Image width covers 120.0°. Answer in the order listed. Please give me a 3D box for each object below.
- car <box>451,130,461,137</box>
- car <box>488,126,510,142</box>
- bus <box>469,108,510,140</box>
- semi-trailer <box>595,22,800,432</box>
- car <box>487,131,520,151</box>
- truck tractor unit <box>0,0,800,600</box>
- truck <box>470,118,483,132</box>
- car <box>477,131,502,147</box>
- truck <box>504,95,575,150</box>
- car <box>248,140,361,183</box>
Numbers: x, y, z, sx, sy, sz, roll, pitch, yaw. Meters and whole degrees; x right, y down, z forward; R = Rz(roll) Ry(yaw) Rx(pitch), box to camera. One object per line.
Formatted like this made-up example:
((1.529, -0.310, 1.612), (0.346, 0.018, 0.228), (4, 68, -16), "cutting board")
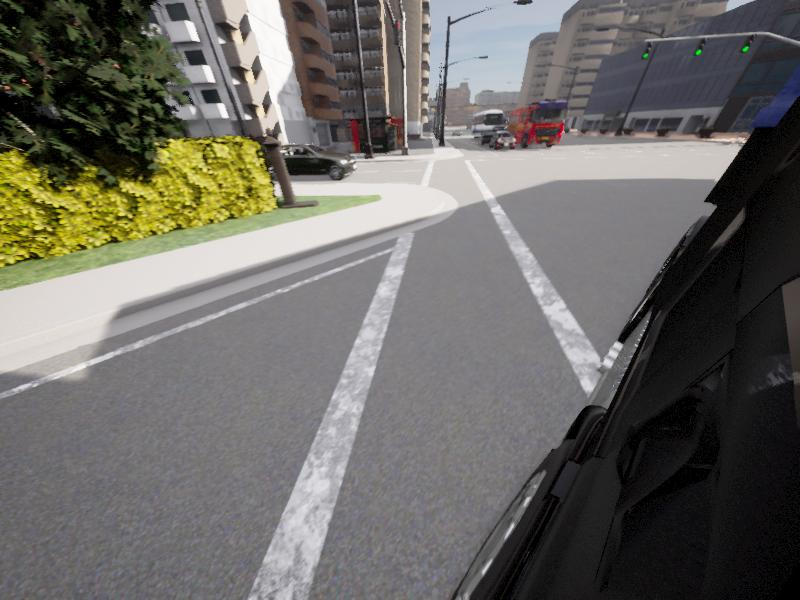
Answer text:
((15.394, -45.688, 63.459), (1.994, 1.385, 4.181), (2, 36, 6), "car")
((15.443, -26.099, 36.269), (1.905, 1.878, 3.866), (2, 36, 6), "car")
((16.402, -32.927, 43.549), (3.944, 4.253, 10.273), (0, 36, 3), "bus")
((8.863, -3.483, 4.065), (14.254, 4.402, 2.717), (-26, 43, -28), "semi-trailer")
((10.286, -16.051, 23.246), (1.970, 1.475, 3.806), (2, 37, 6), "car")
((2.645, -0.295, 0.351), (6.516, 4.208, 3.053), (-28, 44, -30), "truck tractor unit")
((29.243, -67.087, 88.551), (2.891, 3.827, 8.468), (2, 39, 6), "truck")
((11.044, -20.157, 28.858), (1.994, 1.385, 4.181), (2, 37, 6), "car")
((13.981, -18.465, 24.327), (2.891, 3.827, 8.468), (2, 37, 6), "truck")
((-4.966, -7.558, 12.608), (5.027, 1.651, 2.152), (2, 37, 7), "car")
